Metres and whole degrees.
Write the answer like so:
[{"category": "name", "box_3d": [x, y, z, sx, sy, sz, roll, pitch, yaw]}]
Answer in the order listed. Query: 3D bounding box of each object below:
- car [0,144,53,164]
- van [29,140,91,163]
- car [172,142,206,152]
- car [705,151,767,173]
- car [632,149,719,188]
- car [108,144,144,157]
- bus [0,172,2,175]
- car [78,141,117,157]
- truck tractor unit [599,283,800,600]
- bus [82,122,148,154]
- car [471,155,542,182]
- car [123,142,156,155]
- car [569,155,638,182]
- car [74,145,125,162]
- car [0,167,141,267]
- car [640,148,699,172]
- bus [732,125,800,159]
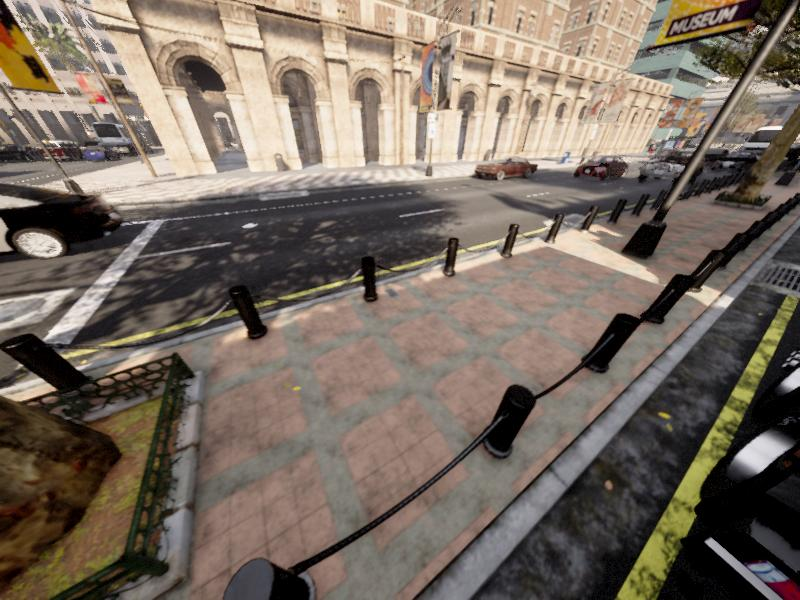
[{"category": "car", "box_3d": [-42.351, -16.402, 25.768, 1.930, 1.638, 5.238, -18, 39, -25]}, {"category": "van", "box_3d": [-39.052, -17.296, 26.733, 2.069, 2.038, 4.480, -18, 39, -25]}, {"category": "car", "box_3d": [-46.790, -34.054, 51.343, 2.152, 1.651, 5.027, 9, 36, 12]}, {"category": "car", "box_3d": [31.005, -12.808, 21.318, 4.902, 1.511, 2.128, -18, 39, -25]}, {"category": "car", "box_3d": [17.396, -8.425, 14.596, 4.605, 1.855, 1.932, -18, 39, -25]}, {"category": "car", "box_3d": [-39.913, -21.896, 33.774, 2.007, 1.525, 4.514, -18, 39, -25]}, {"category": "bus", "box_3d": [-28.694, -8.014, 11.550, 3.944, 4.253, 10.273, -19, 39, -25]}, {"category": "car", "box_3d": [-44.058, -22.136, 33.768, 1.905, 1.878, 3.866, -18, 39, -24]}, {"category": "truck tractor unit", "box_3d": [5.139, -0.272, 0.730, 6.516, 4.208, 3.053, -17, 38, -22]}, {"category": "bus", "box_3d": [-49.867, -28.717, 41.099, 3.944, 4.253, 10.273, -20, 40, -26]}, {"category": "car", "box_3d": [7.549, -9.386, 16.391, 4.718, 1.301, 1.895, -19, 39, -25]}, {"category": "car", "box_3d": [-43.444, -25.371, 38.654, 2.152, 1.651, 5.027, -18, 39, -24]}, {"category": "car", "box_3d": [14.722, -9.646, 16.769, 4.181, 1.385, 1.994, -18, 39, -25]}, {"category": "car", "box_3d": [-35.351, -17.394, 27.390, 2.163, 1.488, 4.792, -18, 39, -25]}, {"category": "car", "box_3d": [-9.674, -1.621, 4.810, 5.238, 1.638, 1.930, -18, 39, -25]}, {"category": "car", "box_3d": [25.714, -13.413, 22.040, 4.856, 1.649, 2.033, -19, 39, -25]}, {"category": "bus", "box_3d": [61.611, -26.376, 38.649, 10.273, 4.253, 3.944, -19, 39, -25]}]
